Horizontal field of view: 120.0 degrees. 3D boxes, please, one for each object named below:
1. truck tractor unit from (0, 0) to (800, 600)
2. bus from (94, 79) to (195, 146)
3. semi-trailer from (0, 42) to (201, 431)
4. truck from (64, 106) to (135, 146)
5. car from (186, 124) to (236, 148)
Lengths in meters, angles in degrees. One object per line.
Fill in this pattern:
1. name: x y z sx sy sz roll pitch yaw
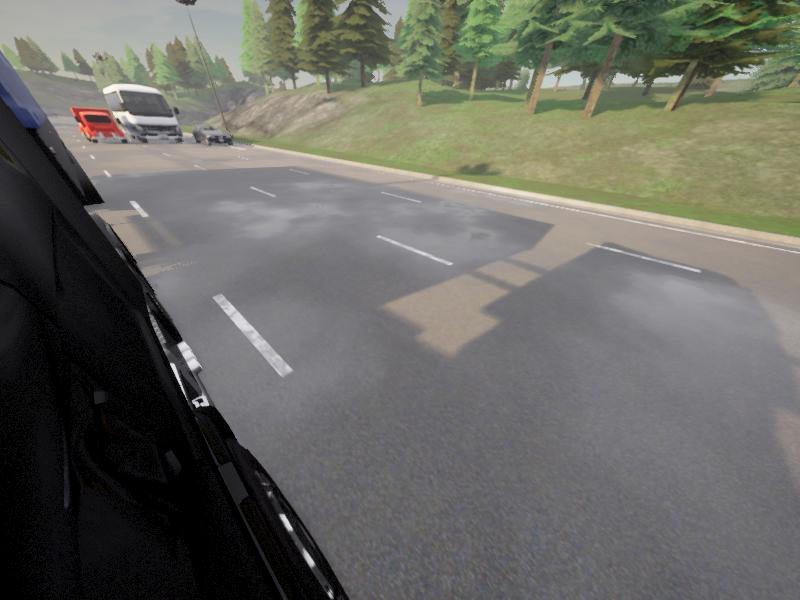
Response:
1. truck tractor unit: -2.645 -0.295 0.351 6.516 4.208 3.053 28 44 30
2. bus: -25.328 -18.286 22.869 10.273 4.253 3.944 29 44 30
3. semi-trailer: -8.685 -3.619 4.234 14.254 4.402 2.717 28 44 30
4. truck: -26.156 -15.149 20.112 5.204 2.467 2.627 29 44 30
5. car: -18.642 -16.229 22.762 5.027 1.651 2.152 29 44 30
